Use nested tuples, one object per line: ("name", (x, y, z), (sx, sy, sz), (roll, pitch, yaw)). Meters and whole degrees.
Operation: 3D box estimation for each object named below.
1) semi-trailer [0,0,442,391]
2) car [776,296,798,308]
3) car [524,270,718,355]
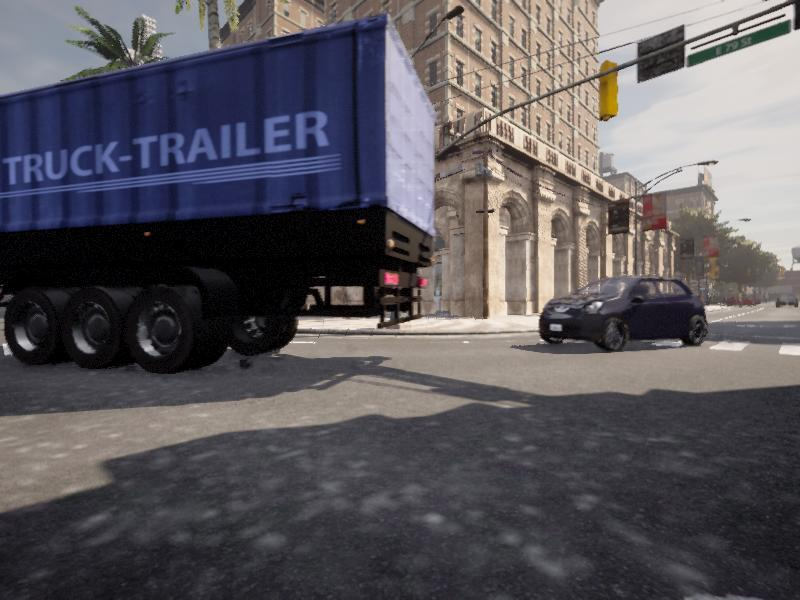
("semi-trailer", (-6.516, -1.226, 7.569), (14.254, 4.402, 2.717), (0, 1, 17))
("car", (49.171, 0.242, 50.802), (1.994, 1.385, 4.181), (0, 0, 45))
("car", (4.740, 0.222, 8.635), (3.633, 1.501, 1.845), (0, 0, -24))
